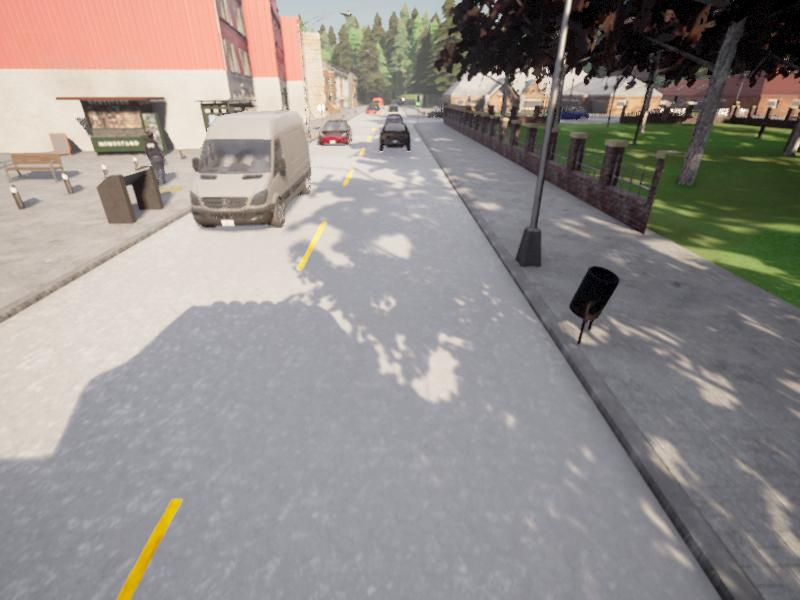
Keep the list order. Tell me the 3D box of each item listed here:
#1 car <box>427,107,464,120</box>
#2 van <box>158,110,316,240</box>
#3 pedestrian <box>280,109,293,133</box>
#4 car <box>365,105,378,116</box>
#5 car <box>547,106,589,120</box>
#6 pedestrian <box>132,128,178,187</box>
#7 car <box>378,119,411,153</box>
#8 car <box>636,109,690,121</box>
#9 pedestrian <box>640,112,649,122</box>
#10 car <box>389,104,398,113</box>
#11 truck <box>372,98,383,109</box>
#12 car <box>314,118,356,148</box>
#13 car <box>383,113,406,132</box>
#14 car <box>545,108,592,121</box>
[{"bbox_3d":[6.191,-25.574,54.826,4.892,1.490,1.837,0,27,1],"label":"car"},{"bbox_3d":[-4.040,-3.901,11.455,1.988,2.561,5.915,0,27,-1],"label":"van"},{"bbox_3d":[-9.588,-15.166,33.879,0.751,1.860,0.751,-4,27,-8],"label":"pedestrian"},{"bbox_3d":[-5.144,-34.178,72.137,2.007,1.525,4.514,0,27,-1],"label":"car"},{"bbox_3d":[22.964,-25.692,54.846,4.611,1.667,2.242,0,27,0],"label":"car"},{"bbox_3d":[-8.566,-4.989,14.049,0.751,1.860,0.751,-5,28,-10],"label":"pedestrian"},{"bbox_3d":[-0.314,-10.487,25.384,1.882,1.535,5.008,0,27,-1],"label":"car"},{"bbox_3d":[33.878,-23.876,51.593,5.357,1.411,2.033,-1,27,-1],"label":"car"},{"bbox_3d":[28.614,-21.434,46.882,0.500,1.100,0.500,-1,27,-2],"label":"pedestrian"},{"bbox_3d":[-1.286,-38.398,80.301,1.837,1.490,4.892,0,27,-1],"label":"car"},{"bbox_3d":[-5.624,-49.885,101.633,2.627,2.467,5.204,0,27,-1],"label":"truck"},{"bbox_3d":[-4.346,-11.542,27.507,2.163,1.488,4.792,-1,27,-1],"label":"car"},{"bbox_3d":[-0.546,-17.059,38.349,2.033,1.411,5.357,0,27,-1],"label":"car"},{"bbox_3d":[21.559,-23.833,51.367,5.008,1.535,1.882,-1,27,-1],"label":"car"}]
